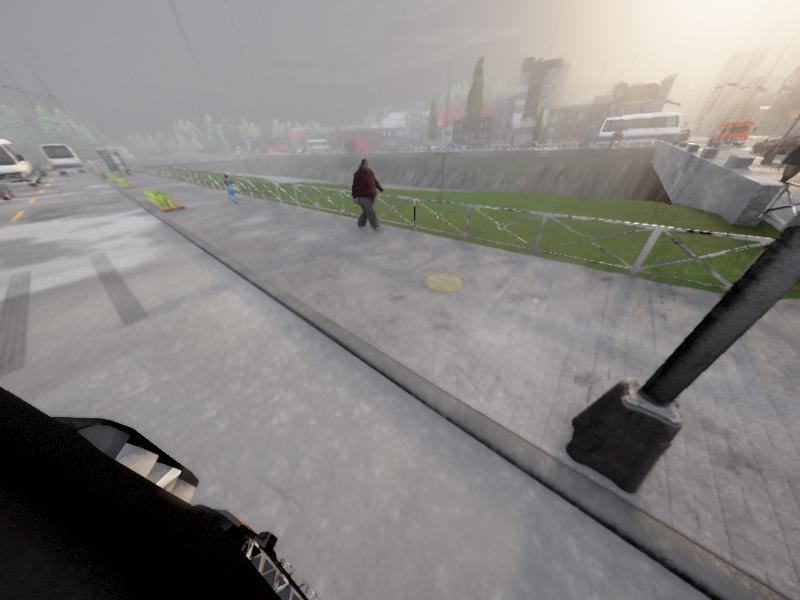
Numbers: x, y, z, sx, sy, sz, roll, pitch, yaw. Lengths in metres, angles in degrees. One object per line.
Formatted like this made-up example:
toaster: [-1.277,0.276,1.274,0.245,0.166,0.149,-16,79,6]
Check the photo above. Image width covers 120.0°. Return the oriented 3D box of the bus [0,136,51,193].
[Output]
bus: [-39.959,-13.670,23.038,10.273,4.253,3.944,25,43,32]

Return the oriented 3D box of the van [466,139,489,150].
van: [17.778,-35.827,53.206,4.442,1.987,1.775,23,42,33]

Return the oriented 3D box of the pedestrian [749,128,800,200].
pedestrian: [12.378,-4.227,7.212,0.751,1.860,0.751,23,42,33]

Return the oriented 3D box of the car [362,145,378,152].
car: [-9.440,-47.410,72.488,4.611,1.667,2.242,23,42,33]

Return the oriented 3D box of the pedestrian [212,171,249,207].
pedestrian: [-7.523,-4.959,10.269,0.751,1.300,0.751,28,45,37]

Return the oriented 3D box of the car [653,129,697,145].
car: [45.795,-27.234,38.607,3.866,1.878,1.905,4,36,10]

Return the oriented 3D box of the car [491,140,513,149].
car: [22.116,-33.753,50.296,3.806,1.475,1.970,23,42,33]

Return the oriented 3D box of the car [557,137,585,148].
car: [31.993,-29.500,43.328,3.806,1.475,1.970,23,42,33]

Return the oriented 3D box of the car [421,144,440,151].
car: [7.876,-39.808,60.391,4.718,1.301,1.895,23,42,33]

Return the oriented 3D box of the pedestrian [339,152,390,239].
pedestrian: [-0.848,-2.634,5.869,0.751,1.860,0.751,24,42,33]

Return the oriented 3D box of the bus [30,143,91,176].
bus: [-58.444,-24.369,40.108,10.273,4.253,3.944,23,42,33]

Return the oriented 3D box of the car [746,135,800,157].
car: [30.440,-12.340,18.471,1.895,1.301,4.718,23,42,33]

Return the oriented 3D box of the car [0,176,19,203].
car: [-28.308,-7.394,15.557,4.181,1.385,1.994,23,42,33]

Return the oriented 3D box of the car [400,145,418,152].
car: [2.499,-42.181,64.137,4.674,1.442,1.812,23,42,33]

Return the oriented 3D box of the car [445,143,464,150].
car: [14.126,-40.071,60.244,4.181,1.385,1.994,23,42,33]

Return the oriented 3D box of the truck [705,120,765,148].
truck: [41.110,-20.527,28.617,2.627,2.467,5.204,23,42,33]

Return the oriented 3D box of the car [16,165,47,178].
car: [-57.834,-20.185,36.323,3.705,1.549,1.789,23,42,33]

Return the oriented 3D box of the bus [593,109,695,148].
bus: [38.955,-27.780,37.831,10.273,4.253,3.944,22,41,32]

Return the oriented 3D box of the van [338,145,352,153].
van: [-18.840,-51.581,79.020,4.442,1.987,1.775,23,42,33]

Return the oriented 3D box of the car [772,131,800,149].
car: [40.503,-16.085,23.117,2.033,1.411,5.357,23,42,33]

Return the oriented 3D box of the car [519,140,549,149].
car: [27.093,-31.540,46.843,4.718,1.301,1.895,23,42,33]

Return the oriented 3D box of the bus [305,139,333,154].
bus: [-30.514,-57.605,86.708,10.273,4.253,3.944,23,42,33]

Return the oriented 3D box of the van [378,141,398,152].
van: [-3.606,-45.246,68.111,5.915,2.561,1.988,23,42,33]

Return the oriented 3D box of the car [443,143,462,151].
car: [12.919,-37.711,56.783,4.193,1.474,1.816,23,42,33]
